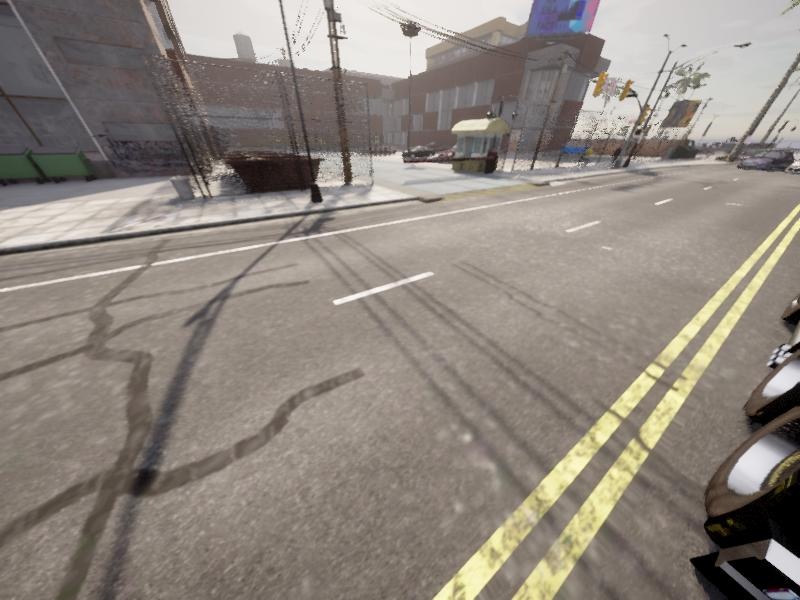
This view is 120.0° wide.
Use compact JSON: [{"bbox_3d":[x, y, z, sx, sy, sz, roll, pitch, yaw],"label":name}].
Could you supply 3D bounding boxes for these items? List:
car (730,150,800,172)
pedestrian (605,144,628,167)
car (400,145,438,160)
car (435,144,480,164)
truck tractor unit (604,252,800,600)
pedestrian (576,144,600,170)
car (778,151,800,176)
[{"bbox_3d":[35.699,-13.551,22.412,4.856,1.649,2.033,-9,36,-13],"label":"car"},{"bbox_3d":[21.029,-14.015,22.442,0.751,1.860,0.751,-21,40,-27],"label":"pedestrian"},{"bbox_3d":[2.623,-20.577,32.150,5.008,1.535,2.097,-19,39,-26],"label":"car"},{"bbox_3d":[6.656,-16.989,26.798,4.553,1.767,2.185,-19,39,-26],"label":"car"},{"bbox_3d":[5.090,-0.320,0.813,6.516,4.208,3.053,-19,39,-25],"label":"truck tractor unit"},{"bbox_3d":[16.285,-12.393,20.065,0.751,1.860,0.751,-21,40,-27],"label":"pedestrian"},{"bbox_3d":[35.184,-11.387,19.253,4.611,1.667,2.242,-11,36,-16],"label":"car"}]
